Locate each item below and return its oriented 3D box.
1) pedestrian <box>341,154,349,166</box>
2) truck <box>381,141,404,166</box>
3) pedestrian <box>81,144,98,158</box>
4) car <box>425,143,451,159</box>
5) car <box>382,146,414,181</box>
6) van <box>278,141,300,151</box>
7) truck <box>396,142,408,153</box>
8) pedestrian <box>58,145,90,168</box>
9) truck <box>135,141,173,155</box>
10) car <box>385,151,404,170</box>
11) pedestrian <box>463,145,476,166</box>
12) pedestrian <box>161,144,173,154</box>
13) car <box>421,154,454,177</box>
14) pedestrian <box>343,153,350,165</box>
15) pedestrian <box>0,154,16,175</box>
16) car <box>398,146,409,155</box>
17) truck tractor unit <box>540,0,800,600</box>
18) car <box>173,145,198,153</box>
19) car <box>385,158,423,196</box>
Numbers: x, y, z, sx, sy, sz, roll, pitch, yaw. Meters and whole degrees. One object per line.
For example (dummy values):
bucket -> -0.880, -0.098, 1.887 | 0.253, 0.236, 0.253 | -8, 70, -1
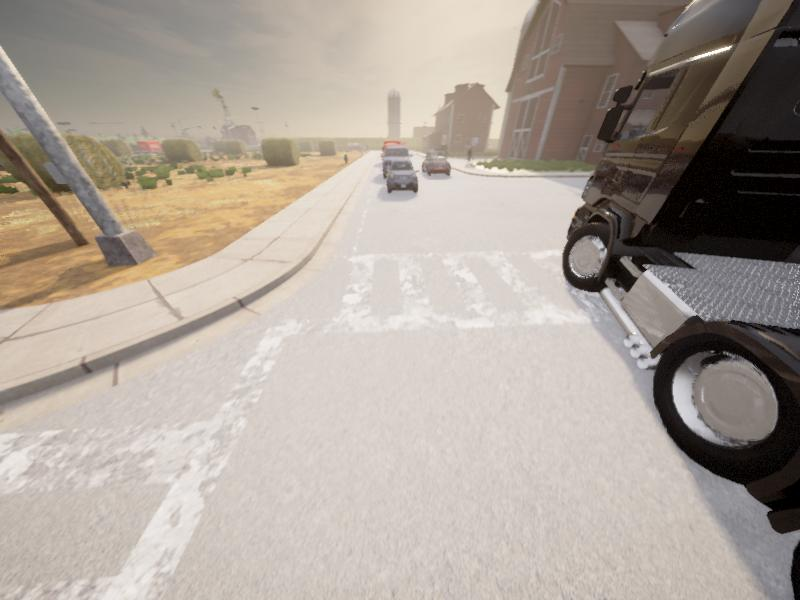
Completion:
pedestrian -> -5.987, -15.332, 25.248 | 0.500, 1.100, 0.500 | 7, 35, 10
truck -> -1.000, -18.701, 29.281 | 2.627, 2.467, 5.204 | -2, 35, -2
pedestrian -> -51.187, -24.600, 38.093 | 0.751, 1.860, 0.751 | -10, 36, -15
car -> 6.135, -24.131, 37.486 | 3.866, 1.878, 1.905 | 27, 48, 37
car -> -0.270, -11.127, 18.566 | 2.150, 2.045, 5.566 | -2, 34, -2
van -> -37.538, -52.200, 78.289 | 5.915, 2.561, 1.988 | -1, 34, -1
truck -> 0.439, -39.838, 60.280 | 2.627, 2.467, 5.204 | -2, 35, -3
pedestrian -> -31.488, -13.820, 22.323 | 0.751, 1.860, 0.751 | -3, 34, -4
truck -> -56.341, -34.949, 53.024 | 2.627, 2.467, 5.204 | 0, 34, 1
car -> -0.642, -14.656, 24.175 | 1.789, 1.549, 3.705 | -2, 34, -3
pedestrian -> 7.373, -15.314, 24.562 | 0.751, 1.860, 0.751 | -4, 34, -5
pedestrian -> -49.911, -32.367, 49.478 | 0.751, 1.860, 0.751 | 11, 36, 15
car -> 3.134, -11.826, 20.195 | 1.994, 1.385, 4.181 | -2, 34, -3
pedestrian -> -6.186, -16.347, 26.736 | 0.500, 1.100, 0.500 | -13, 36, -18
pedestrian -> -31.700, -10.917, 18.069 | 0.751, 1.860, 0.751 | 10, 36, 15
car -> 0.822, -35.592, 54.795 | 2.152, 1.651, 5.027 | -2, 34, -3
truck tractor unit -> 3.982, -0.804, 1.517 | 3.053, 4.208, 6.516 | 10, 36, 13
car -> -56.234, -39.817, 60.766 | 2.097, 1.767, 4.553 | 0, 34, 1
car -> 0.092, -7.102, 13.119 | 1.845, 1.501, 3.633 | -2, 34, -2
